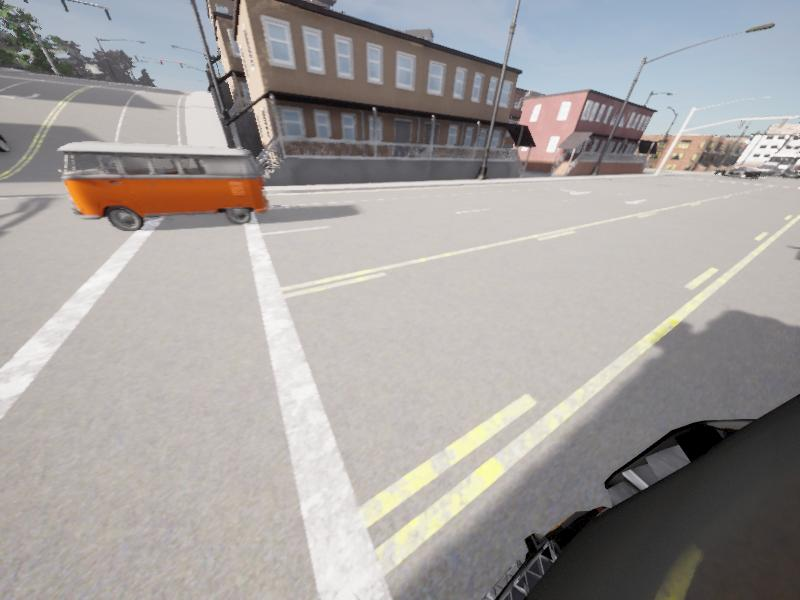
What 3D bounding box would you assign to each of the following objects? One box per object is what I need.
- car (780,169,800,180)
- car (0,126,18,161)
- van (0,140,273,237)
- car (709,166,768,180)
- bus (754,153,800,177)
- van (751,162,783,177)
[{"bbox_3d":[75.858,-24.244,44.526,3.988,1.617,1.851,-16,38,-26],"label":"car"},{"bbox_3d":[-22.843,-7.964,11.830,1.882,1.535,5.008,-17,54,-27],"label":"car"},{"bbox_3d":[-6.414,-3.265,6.646,4.442,1.987,1.775,-11,36,-20],"label":"van"},{"bbox_3d":[56.782,-21.479,38.909,1.930,1.638,5.238,-3,34,-8],"label":"car"},{"bbox_3d":[85.260,-30.223,51.742,10.273,4.253,3.944,-16,38,-26],"label":"bus"},{"bbox_3d":[74.907,-26.637,47.119,5.915,2.561,1.988,-16,38,-26],"label":"van"}]
